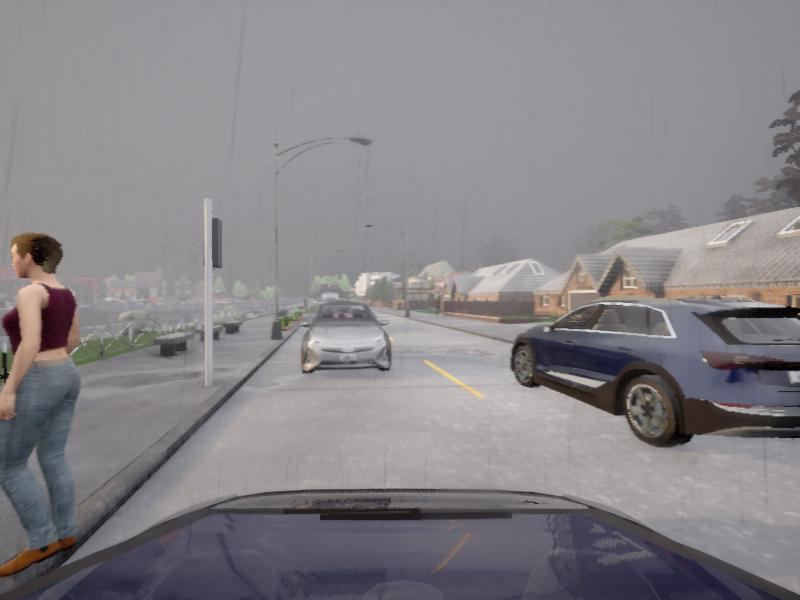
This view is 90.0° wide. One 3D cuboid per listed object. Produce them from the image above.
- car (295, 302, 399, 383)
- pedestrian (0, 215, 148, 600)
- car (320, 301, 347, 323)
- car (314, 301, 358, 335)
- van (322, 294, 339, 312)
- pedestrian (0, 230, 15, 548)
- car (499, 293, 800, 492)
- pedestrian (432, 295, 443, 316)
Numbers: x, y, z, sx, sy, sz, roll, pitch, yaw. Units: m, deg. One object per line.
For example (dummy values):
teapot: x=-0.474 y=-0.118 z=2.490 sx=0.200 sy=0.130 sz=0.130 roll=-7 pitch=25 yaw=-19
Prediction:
car: x=-1.421 y=0.821 z=10.068 sx=2.007 sy=1.525 sz=4.514 roll=0 pitch=0 yaw=-10
pedestrian: x=-2.018 y=0.527 z=2.272 sx=0.751 sy=1.860 sz=0.751 roll=0 pitch=0 yaw=-8
car: x=-4.860 y=0.834 z=29.066 sx=1.816 sy=1.474 sz=4.193 roll=0 pitch=0 yaw=-10
car: x=-3.312 y=0.814 z=20.509 sx=2.007 sy=1.525 sz=4.514 roll=0 pitch=0 yaw=-10
van: x=-10.001 y=0.339 z=57.431 sx=2.351 sy=2.431 sz=6.366 roll=0 pitch=0 yaw=-10
pedestrian: x=-2.642 y=0.519 z=1.999 sx=0.751 sy=1.860 sz=0.751 roll=0 pitch=0 yaw=-14
car: x=3.390 y=0.763 z=5.874 sx=2.033 sy=1.649 sz=4.856 roll=0 pitch=0 yaw=-9
pedestrian: x=3.331 y=0.486 z=35.381 sx=0.751 sy=1.860 sz=0.751 roll=0 pitch=0 yaw=-10
